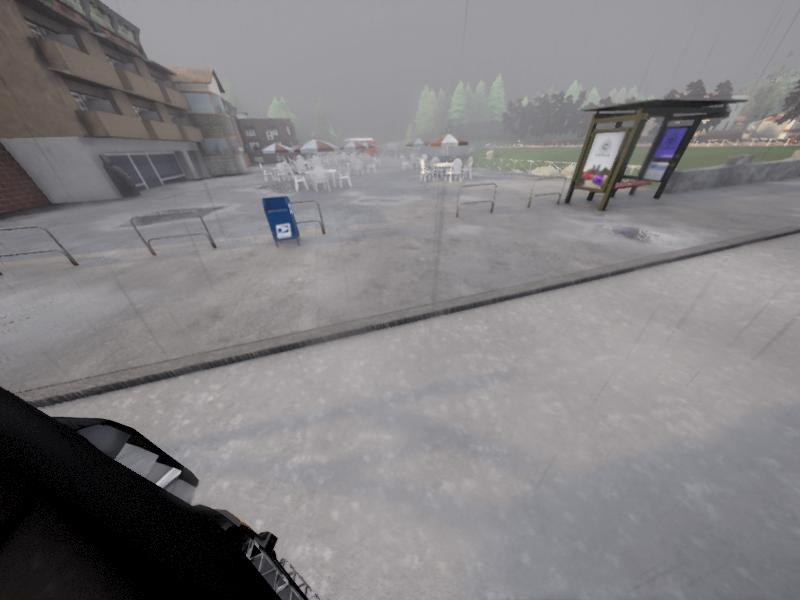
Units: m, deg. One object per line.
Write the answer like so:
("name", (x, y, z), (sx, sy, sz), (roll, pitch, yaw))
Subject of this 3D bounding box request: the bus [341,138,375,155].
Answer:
("bus", (-13.699, -50.201, 75.590), (10.273, 4.253, 3.944), (-12, 35, -13))

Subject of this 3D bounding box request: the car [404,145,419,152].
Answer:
("car", (4.042, -52.880, 80.622), (4.553, 1.767, 2.097), (-12, 35, -13))

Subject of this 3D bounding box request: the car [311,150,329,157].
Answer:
("car", (-24.363, -44.649, 70.380), (4.856, 1.649, 2.033), (-12, 35, -13))

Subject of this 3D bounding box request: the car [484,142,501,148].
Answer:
("car", (33.820, -56.470, 84.398), (5.027, 1.651, 2.152), (-12, 35, -13))

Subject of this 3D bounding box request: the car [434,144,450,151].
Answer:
("car", (14.492, -52.629, 79.685), (4.856, 1.649, 2.033), (-12, 35, -13))

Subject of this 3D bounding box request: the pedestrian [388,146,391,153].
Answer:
("pedestrian", (-3.204, -46.141, 70.782), (0.751, 1.860, 0.751), (-12, 35, -13))

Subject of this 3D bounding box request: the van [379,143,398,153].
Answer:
("van", (-3.894, -51.585, 78.507), (5.915, 2.561, 1.988), (-12, 35, -13))
